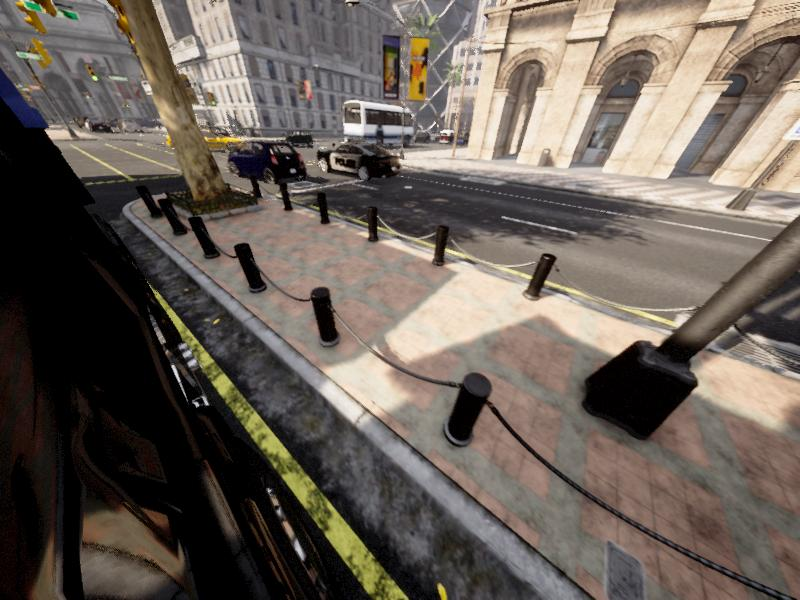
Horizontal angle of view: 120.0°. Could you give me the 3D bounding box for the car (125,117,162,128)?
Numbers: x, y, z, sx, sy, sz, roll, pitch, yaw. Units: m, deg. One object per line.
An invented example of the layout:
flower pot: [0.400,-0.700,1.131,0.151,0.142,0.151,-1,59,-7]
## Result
car: [-53.844,-37.302,48.587,2.033,1.649,4.856,6,37,4]

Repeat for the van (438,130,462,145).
van: [9.036,-29.331,41.703,2.069,2.038,4.480,26,43,28]

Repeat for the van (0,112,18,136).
van: [-40.428,-17.536,22.738,4.480,2.038,2.069,26,43,28]

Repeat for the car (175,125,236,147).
car: [-18.168,-15.413,21.761,1.789,1.549,3.705,26,42,28]

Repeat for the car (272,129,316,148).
car: [-11.183,-17.270,24.687,1.789,1.549,3.705,26,43,28]

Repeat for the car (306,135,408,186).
car: [-2.329,-7.399,12.013,5.238,1.638,1.930,26,43,28]

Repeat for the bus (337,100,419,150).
bus: [-2.317,-21.715,28.953,3.944,4.253,10.273,26,43,28]

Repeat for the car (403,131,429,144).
car: [2.750,-27.936,39.743,2.242,1.667,4.611,26,43,28]

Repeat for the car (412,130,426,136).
car: [6.885,-61.046,84.411,4.674,1.442,1.812,15,39,16]

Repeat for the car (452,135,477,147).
car: [11.111,-27.231,39.503,2.163,1.488,4.792,26,43,28]

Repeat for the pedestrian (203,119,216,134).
pedestrian: [-30.142,-27.555,36.640,0.751,1.860,0.751,20,40,21]

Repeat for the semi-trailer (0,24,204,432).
semi-trailer: [-8.856,-3.497,4.061,14.254,4.402,2.717,26,43,28]

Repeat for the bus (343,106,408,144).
bus: [-3.476,-27.549,36.665,3.944,4.253,10.273,26,43,28]

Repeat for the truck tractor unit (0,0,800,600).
truck tractor unit: [-2.645,-0.295,0.351,6.516,4.208,3.053,28,44,30]

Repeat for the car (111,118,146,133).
car: [-40.602,-26.118,34.536,5.027,1.651,2.152,26,43,28]

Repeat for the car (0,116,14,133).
car: [-45.581,-19.808,25.935,4.674,1.442,1.812,26,43,28]

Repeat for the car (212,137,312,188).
car: [-6.081,-6.244,10.322,3.633,1.501,1.845,21,40,22]

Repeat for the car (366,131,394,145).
car: [-2.825,-23.672,33.740,1.851,1.617,3.988,26,43,28]

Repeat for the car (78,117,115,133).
car: [-41.362,-23.814,31.485,4.974,1.542,2.038,26,43,28]

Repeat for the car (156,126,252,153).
car: [-15.232,-12.798,18.433,5.366,1.575,1.801,-11,39,-18]
